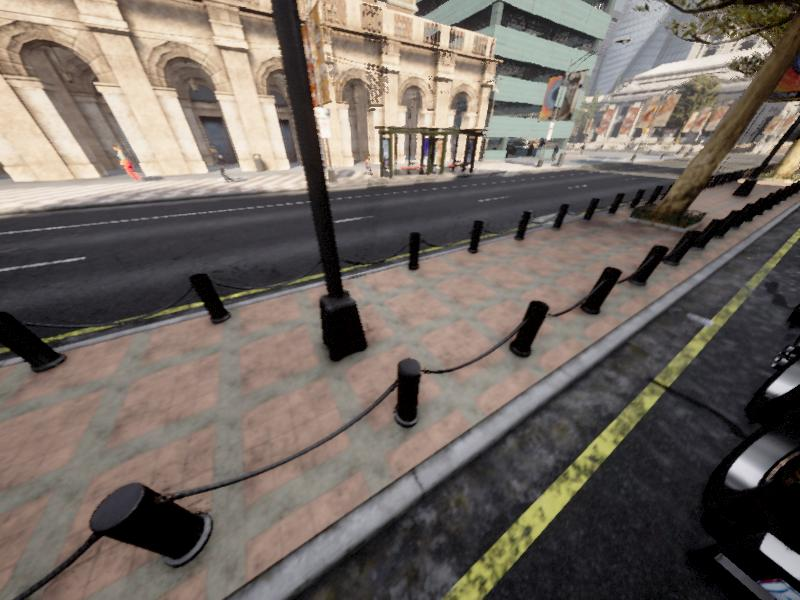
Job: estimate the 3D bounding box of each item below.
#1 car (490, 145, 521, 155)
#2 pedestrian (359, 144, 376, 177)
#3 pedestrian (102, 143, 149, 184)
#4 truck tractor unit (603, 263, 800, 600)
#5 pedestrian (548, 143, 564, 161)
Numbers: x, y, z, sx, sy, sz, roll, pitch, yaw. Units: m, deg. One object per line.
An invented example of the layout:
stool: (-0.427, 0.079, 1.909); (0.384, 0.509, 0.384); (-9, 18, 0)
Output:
car: (18.820, -26.798, 41.222); (4.902, 1.511, 2.128); (-18, 39, -25)
pedestrian: (-2.241, -9.565, 15.814); (0.751, 1.860, 0.751); (-22, 40, -28)
pedestrian: (-15.085, -7.538, 12.770); (0.751, 1.860, 0.751); (-14, 37, -19)
truck tractor unit: (5.111, -0.300, 0.791); (6.516, 4.208, 3.053); (-18, 39, -24)
pedestrian: (19.168, -18.203, 28.454); (0.751, 1.860, 0.751); (-15, 38, -20)
